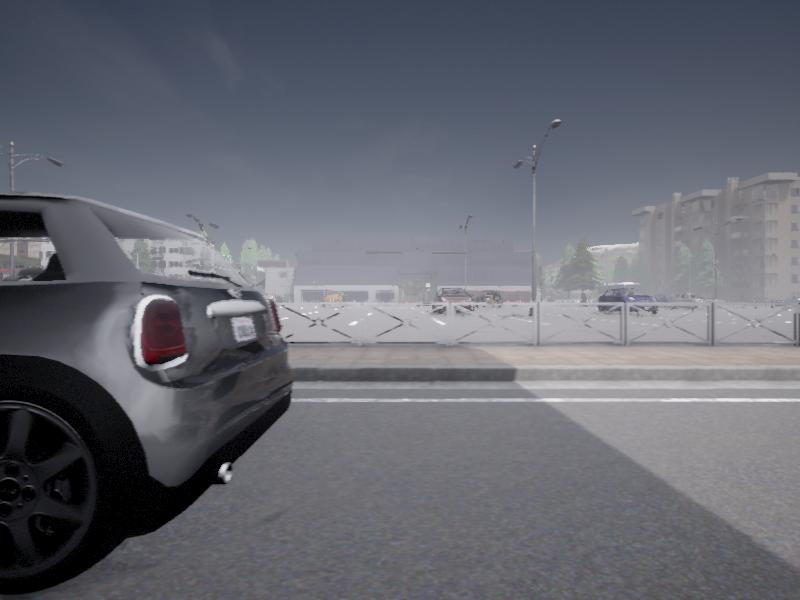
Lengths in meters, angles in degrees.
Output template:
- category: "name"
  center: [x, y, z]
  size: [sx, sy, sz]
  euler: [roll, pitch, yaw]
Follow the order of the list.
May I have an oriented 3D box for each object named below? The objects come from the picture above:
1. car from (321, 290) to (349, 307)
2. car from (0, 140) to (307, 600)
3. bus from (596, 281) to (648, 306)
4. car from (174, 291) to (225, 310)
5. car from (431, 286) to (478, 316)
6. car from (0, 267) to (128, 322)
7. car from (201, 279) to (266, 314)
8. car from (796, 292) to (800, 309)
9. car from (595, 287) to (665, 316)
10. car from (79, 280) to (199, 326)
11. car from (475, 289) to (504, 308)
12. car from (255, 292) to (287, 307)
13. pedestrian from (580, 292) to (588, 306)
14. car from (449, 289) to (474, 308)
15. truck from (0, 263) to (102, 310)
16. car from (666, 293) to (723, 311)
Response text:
- category: "car"
  center: [-6.530, -0.107, 40.746]
  size: [2.152, 1.636, 5.027]
  euler: [0, 0, -1]
- category: "car"
  center: [-2.640, 0.251, 2.192]
  size: [3.806, 1.475, 1.970]
  euler: [0, 0, 0]
- category: "bus"
  center: [41.208, -1.111, 74.922]
  size: [3.944, 4.253, 10.273]
  euler: [0, 0, -1]
- category: "car"
  center: [-16.546, 0.031, 33.286]
  size: [2.007, 1.523, 4.514]
  euler: [0, 0, -1]
- category: "car"
  center: [2.944, 0.043, 22.732]
  size: [2.007, 1.523, 4.514]
  euler: [0, 0, -1]
- category: "car"
  center: [-12.737, -0.188, 15.439]
  size: [1.905, 1.878, 3.866]
  euler: [0, 0, -1]
- category: "car"
  center: [-9.518, -0.165, 23.336]
  size: [1.932, 1.855, 4.605]
  euler: [0, 0, -1]
- category: "car"
  center: [45.189, 0.082, 42.387]
  size: [1.932, 1.855, 4.605]
  euler: [0, 0, -1]
- category: "car"
  center: [12.937, 0.071, 22.776]
  size: [1.845, 1.501, 3.633]
  euler: [0, 0, -1]
- category: "car"
  center: [-9.407, 0.098, 14.857]
  size: [1.970, 1.475, 3.806]
  euler: [0, 0, -1]
- category: "car"
  center: [9.166, -0.153, 41.294]
  size: [1.932, 1.855, 4.605]
  euler: [0, 0, -1]
- category: "car"
  center: [-12.945, -0.032, 40.367]
  size: [1.970, 1.475, 3.806]
  euler: [0, 0, -1]
- category: "pedestrian"
  center: [23.524, -0.115, 51.164]
  size: [0.751, 1.860, 0.751]
  euler: [0, 0, -1]
- category: "car"
  center: [6.264, -0.175, 40.856]
  size: [1.905, 1.878, 3.866]
  euler: [0, 0, -1]
- category: "truck"
  center: [-31.983, -1.132, 36.803]
  size: [2.891, 3.827, 8.468]
  euler: [0, 0, 0]
- category: "car"
  center: [24.834, 0.144, 33.871]
  size: [1.970, 1.475, 3.806]
  euler: [0, 0, -1]
